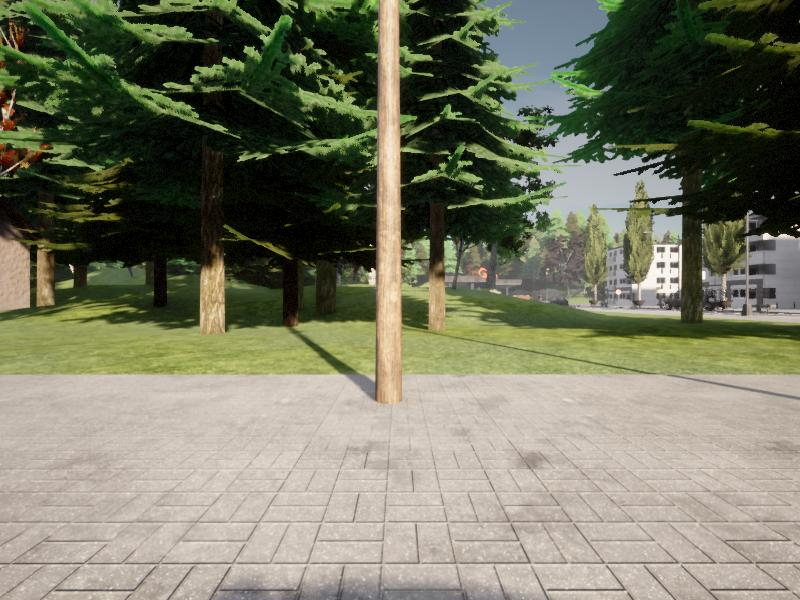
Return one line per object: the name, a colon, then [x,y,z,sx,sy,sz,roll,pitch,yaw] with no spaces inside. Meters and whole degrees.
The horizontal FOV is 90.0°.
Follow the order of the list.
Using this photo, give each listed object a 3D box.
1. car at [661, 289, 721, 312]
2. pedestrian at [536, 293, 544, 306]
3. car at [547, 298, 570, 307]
car: [25.591,0.053,35.422,1.932,1.855,4.605,0,0,0]
pedestrian: [18.988,-0.067,54.217,0.751,1.860,0.751,0,0,-36]
car: [25.584,0.370,64.806,1.837,1.490,4.892,0,0,0]
